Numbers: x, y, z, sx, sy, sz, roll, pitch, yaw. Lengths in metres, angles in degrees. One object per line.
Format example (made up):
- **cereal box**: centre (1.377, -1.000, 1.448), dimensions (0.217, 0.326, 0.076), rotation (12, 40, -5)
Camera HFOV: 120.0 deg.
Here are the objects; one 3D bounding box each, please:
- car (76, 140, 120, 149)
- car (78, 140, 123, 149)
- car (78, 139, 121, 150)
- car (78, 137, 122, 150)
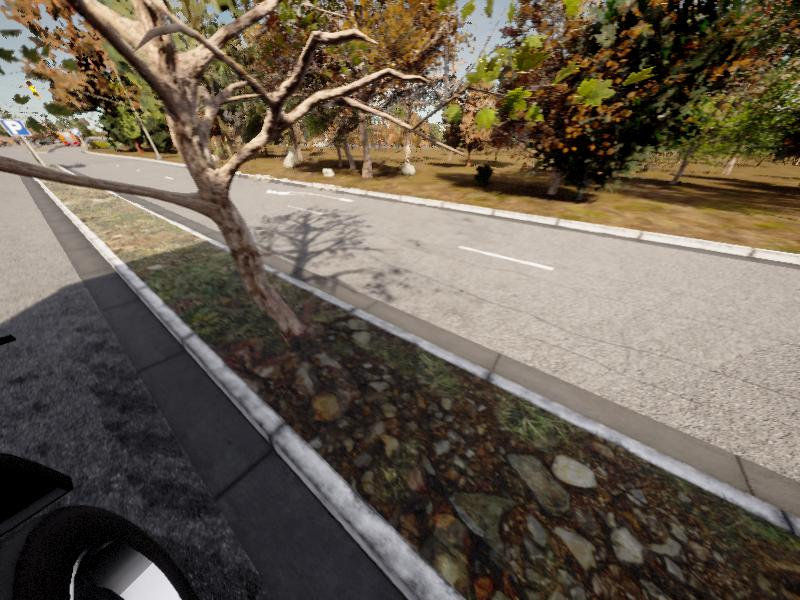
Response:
- **car**: centre (-65.319, -33.787, 50.075), dimensions (1.946, 1.575, 5.366), rotation (14, 37, 17)
- **car**: centre (-62.971, -32.849, 48.756), dimensions (1.946, 1.575, 5.366), rotation (13, 37, 18)
- **car**: centre (-60.825, -31.708, 46.925), dimensions (2.185, 1.767, 4.553), rotation (13, 36, 17)
- **car**: centre (-58.610, -30.627, 45.221), dimensions (1.878, 1.987, 4.442), rotation (13, 36, 17)
